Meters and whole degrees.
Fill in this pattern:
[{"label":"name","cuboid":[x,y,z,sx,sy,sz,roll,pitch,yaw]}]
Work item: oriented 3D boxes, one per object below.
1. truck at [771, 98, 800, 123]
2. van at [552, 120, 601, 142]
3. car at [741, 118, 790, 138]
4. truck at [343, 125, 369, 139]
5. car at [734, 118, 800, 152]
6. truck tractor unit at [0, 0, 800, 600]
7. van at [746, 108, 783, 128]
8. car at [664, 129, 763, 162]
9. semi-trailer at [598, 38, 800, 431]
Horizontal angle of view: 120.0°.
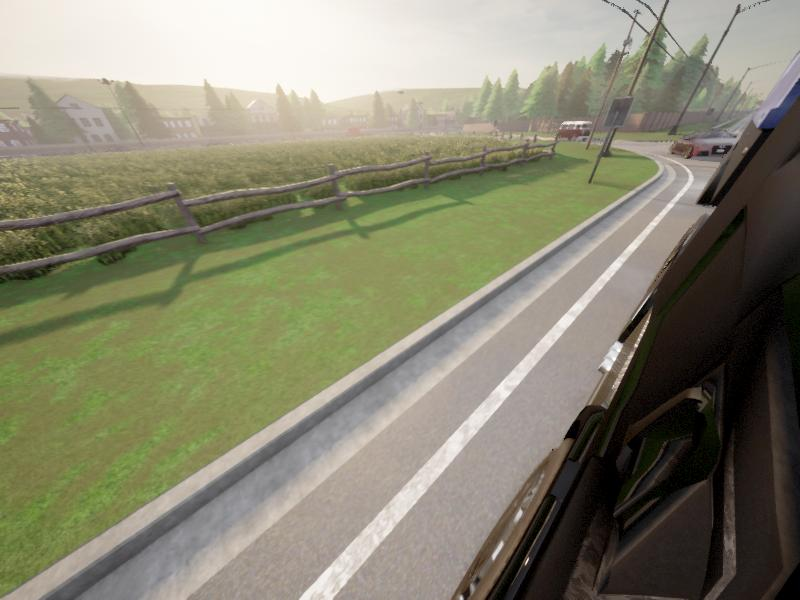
[{"label":"truck","cuboid":[82.403,-39.864,48.611,8.468,3.827,2.891,-28,43,-30]},{"label":"van","cuboid":[21.821,-21.023,28.830,2.069,2.038,4.480,-5,37,-5]},{"label":"car","cuboid":[38.423,-18.207,24.378,4.792,1.488,2.163,-28,43,-30]},{"label":"truck","cuboid":[-16.213,-62.223,85.441,8.468,3.827,2.891,-28,43,-30]},{"label":"car","cuboid":[26.004,-11.655,16.267,5.027,1.651,2.152,-28,43,-30]},{"label":"truck tractor unit","cuboid":[2.645,-0.295,0.352,6.516,4.208,3.053,-28,44,-30]},{"label":"van","cuboid":[61.331,-30.790,38.988,6.366,2.431,2.351,-28,43,-30]},{"label":"car","cuboid":[18.543,-9.465,14.035,1.994,1.385,4.181,15,40,22]},{"label":"semi-trailer","cuboid":[8.687,-3.607,4.247,14.254,4.402,2.717,-28,43,-30]}]
